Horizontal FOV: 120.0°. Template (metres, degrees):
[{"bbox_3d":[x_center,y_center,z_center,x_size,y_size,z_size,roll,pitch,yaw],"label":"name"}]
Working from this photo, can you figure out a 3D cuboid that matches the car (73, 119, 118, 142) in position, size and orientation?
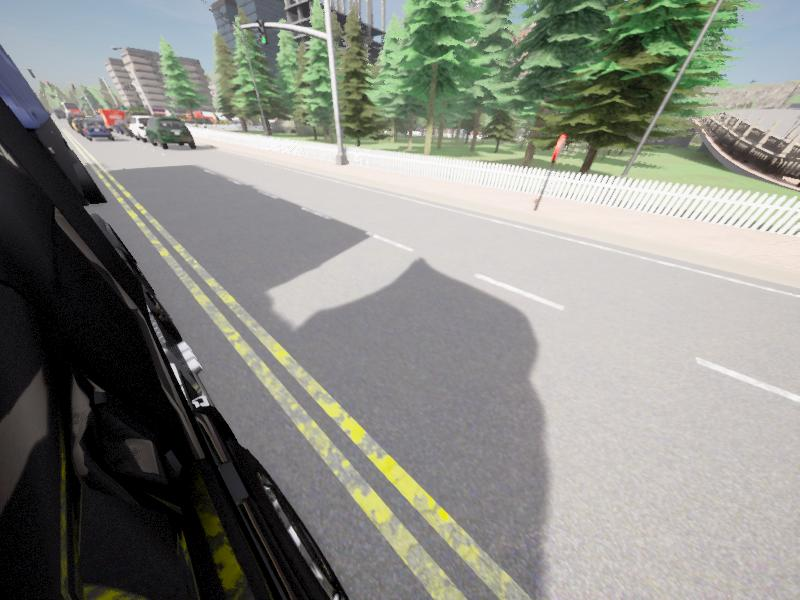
[{"bbox_3d":[-28.691,-15.970,21.749,3.705,1.549,1.789,28,44,30],"label":"car"}]

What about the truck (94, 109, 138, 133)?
[{"bbox_3d":[-40.023,-25.193,32.530,5.204,2.467,2.627,28,44,30],"label":"truck"}]

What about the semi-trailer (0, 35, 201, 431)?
[{"bbox_3d":[-8.654,-3.643,4.258,14.254,4.402,2.717,29,44,30],"label":"semi-trailer"}]

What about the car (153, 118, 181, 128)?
[{"bbox_3d":[-53.258,-40.553,52.858,1.851,1.617,3.988,29,44,30],"label":"car"}]

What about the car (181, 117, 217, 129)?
[{"bbox_3d":[-47.198,-41.637,54.345,2.150,2.045,5.566,27,43,29],"label":"car"}]

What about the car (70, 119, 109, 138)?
[{"bbox_3d":[-33.520,-18.536,24.914,4.193,1.474,1.816,28,44,30],"label":"car"}]

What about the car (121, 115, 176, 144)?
[{"bbox_3d":[-24.635,-16.732,22.628,5.566,2.045,2.150,28,44,30],"label":"car"}]

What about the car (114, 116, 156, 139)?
[{"bbox_3d":[-30.176,-19.648,26.286,4.605,1.855,1.932,28,44,30],"label":"car"}]

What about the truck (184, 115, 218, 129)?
[{"bbox_3d":[-48.941,-43.906,56.911,2.627,2.467,5.204,27,43,29],"label":"truck"}]

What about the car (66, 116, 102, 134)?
[{"bbox_3d":[-38.851,-21.451,28.357,5.366,1.575,1.801,28,44,30],"label":"car"}]

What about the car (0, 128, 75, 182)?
[{"bbox_3d":[-15.547,-6.065,9.497,3.806,1.475,1.970,29,44,30],"label":"car"}]

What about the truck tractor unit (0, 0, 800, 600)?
[{"bbox_3d":[-2.645,-0.295,0.351,6.516,4.208,3.053,28,44,30],"label":"truck tractor unit"}]

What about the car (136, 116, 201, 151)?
[{"bbox_3d":[-19.053,-13.731,18.998,5.566,2.045,2.150,28,44,30],"label":"car"}]
